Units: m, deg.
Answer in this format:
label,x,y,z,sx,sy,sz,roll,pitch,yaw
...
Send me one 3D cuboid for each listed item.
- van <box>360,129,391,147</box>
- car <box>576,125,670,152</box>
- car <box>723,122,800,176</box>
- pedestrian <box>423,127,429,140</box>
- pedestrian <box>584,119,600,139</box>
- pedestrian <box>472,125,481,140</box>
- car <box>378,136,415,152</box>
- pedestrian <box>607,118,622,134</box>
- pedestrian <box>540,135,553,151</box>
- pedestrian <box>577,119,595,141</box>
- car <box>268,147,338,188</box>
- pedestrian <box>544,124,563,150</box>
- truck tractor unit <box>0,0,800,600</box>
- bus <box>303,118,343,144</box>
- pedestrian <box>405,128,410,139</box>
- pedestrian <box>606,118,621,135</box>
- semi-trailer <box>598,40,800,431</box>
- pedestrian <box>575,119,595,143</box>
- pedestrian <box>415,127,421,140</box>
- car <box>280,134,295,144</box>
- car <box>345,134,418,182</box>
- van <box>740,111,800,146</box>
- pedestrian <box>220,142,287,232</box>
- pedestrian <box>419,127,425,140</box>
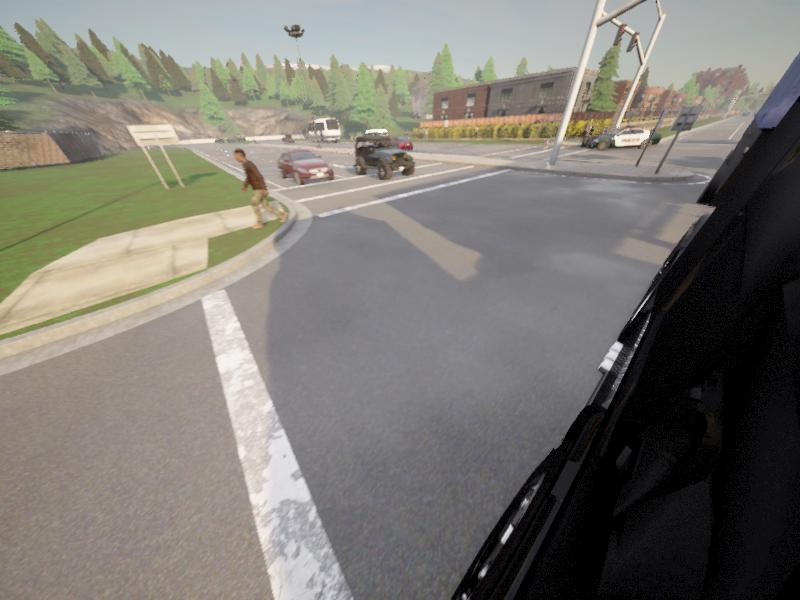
label,x,y,z,sx,sy,sz,roll,pitch,yaw
van,-3.673,-24.422,34.838,4.480,2.038,2.069,29,48,35
car,17.950,-13.239,18.904,4.974,1.542,2.038,3,37,7
car,17.342,-7.088,10.646,5.027,1.651,2.152,-28,44,-30
pedestrian,4.631,-29.784,41.319,0.751,1.860,0.751,-30,44,-31
pedestrian,22.686,-20.187,27.313,0.751,1.860,0.751,26,45,33
pedestrian,11.452,-25.169,34.705,0.751,1.860,0.751,-28,43,-30
car,-0.424,-18.074,26.700,1.994,1.385,4.181,-28,43,-29
pedestrian,30.752,-24.947,33.150,0.751,1.860,0.751,-26,43,-28
pedestrian,12.872,-13.805,20.311,0.500,1.100,0.500,-28,44,-30
pedestrian,20.633,-18.838,25.644,0.751,1.860,0.751,-27,43,-29
car,-5.455,-7.460,12.779,1.812,1.442,4.674,-28,43,-29
pedestrian,13.560,-14.389,20.450,0.751,1.860,0.751,23,44,30
truck tractor unit,2.645,-0.295,0.351,6.516,4.208,3.053,-28,44,-30
bus,-17.123,-37.315,51.102,3.944,4.253,10.273,-28,43,-29
pedestrian,1.524,-33.567,46.578,0.751,1.860,0.751,5,37,10
pedestrian,29.969,-24.371,32.431,0.751,1.860,0.751,29,47,35
semi-trailer,8.692,-3.611,4.230,14.254,4.402,2.717,-28,44,-30
pedestrian,18.214,-16.582,22.734,0.751,1.860,0.751,-28,44,-30
pedestrian,3.369,-30.627,42.527,0.751,1.860,0.751,-26,43,-28
car,-29.083,-41.560,59.526,1.905,1.878,3.866,-28,43,-29
car,-1.052,-7.870,12.668,1.905,1.878,3.866,-28,43,-29
van,28.891,-13.417,18.049,4.442,1.987,1.775,-28,44,-30
pedestrian,-3.595,-2.790,5.772,0.751,1.860,0.751,-23,41,-24
pedestrian,3.965,-30.226,41.952,0.751,1.860,0.751,-29,44,-31
